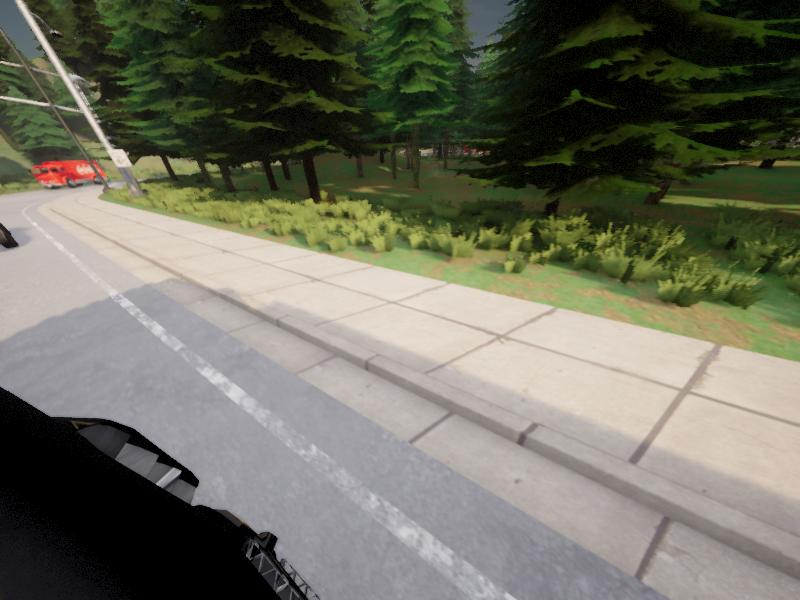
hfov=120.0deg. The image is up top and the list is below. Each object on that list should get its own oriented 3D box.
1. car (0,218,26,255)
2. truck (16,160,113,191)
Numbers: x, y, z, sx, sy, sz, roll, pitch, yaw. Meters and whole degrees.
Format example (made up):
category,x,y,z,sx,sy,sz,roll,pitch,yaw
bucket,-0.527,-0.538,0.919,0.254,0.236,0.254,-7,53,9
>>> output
category,x,y,z,sx,sy,sz,roll,pitch,yaw
car,-14.286,-2.314,7.036,4.611,1.667,2.242,17,38,27
truck,-35.936,-13.673,25.161,2.627,2.467,5.204,-6,33,-5
